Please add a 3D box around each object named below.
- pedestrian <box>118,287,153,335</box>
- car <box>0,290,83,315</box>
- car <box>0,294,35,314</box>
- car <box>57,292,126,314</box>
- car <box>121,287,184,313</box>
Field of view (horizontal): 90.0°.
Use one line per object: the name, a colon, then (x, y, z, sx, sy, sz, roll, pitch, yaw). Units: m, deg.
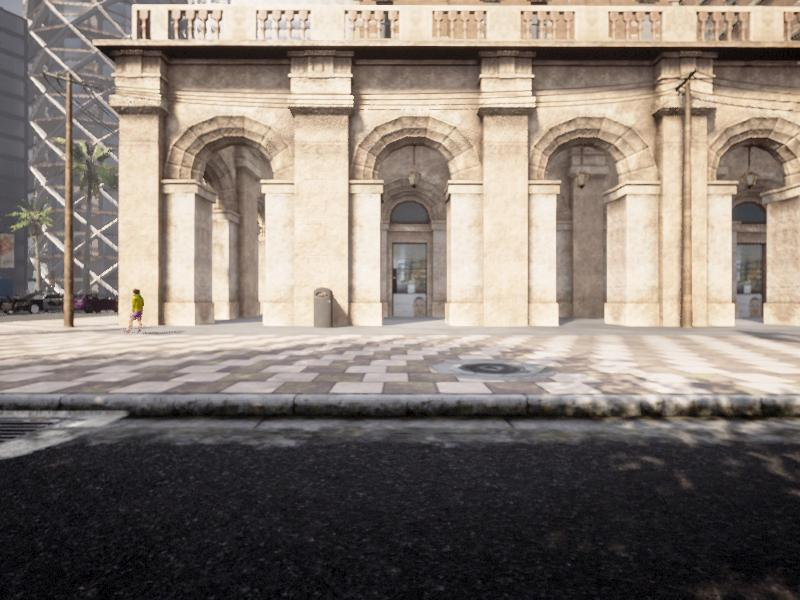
pedestrian: (-6.285, 0.257, 9.514, 0.500, 1.100, 0.500, 0, 0, 13)
car: (-25.841, 0.138, 28.809, 1.930, 1.638, 5.238, 0, 0, 0)
car: (-29.344, 0.257, 28.373, 2.033, 1.411, 5.357, 0, 0, 0)
car: (-22.326, 0.226, 29.207, 1.816, 1.474, 4.193, 0, 0, 0)
car: (-18.821, 0.026, 30.707, 1.932, 1.855, 4.605, 0, -1, 0)
